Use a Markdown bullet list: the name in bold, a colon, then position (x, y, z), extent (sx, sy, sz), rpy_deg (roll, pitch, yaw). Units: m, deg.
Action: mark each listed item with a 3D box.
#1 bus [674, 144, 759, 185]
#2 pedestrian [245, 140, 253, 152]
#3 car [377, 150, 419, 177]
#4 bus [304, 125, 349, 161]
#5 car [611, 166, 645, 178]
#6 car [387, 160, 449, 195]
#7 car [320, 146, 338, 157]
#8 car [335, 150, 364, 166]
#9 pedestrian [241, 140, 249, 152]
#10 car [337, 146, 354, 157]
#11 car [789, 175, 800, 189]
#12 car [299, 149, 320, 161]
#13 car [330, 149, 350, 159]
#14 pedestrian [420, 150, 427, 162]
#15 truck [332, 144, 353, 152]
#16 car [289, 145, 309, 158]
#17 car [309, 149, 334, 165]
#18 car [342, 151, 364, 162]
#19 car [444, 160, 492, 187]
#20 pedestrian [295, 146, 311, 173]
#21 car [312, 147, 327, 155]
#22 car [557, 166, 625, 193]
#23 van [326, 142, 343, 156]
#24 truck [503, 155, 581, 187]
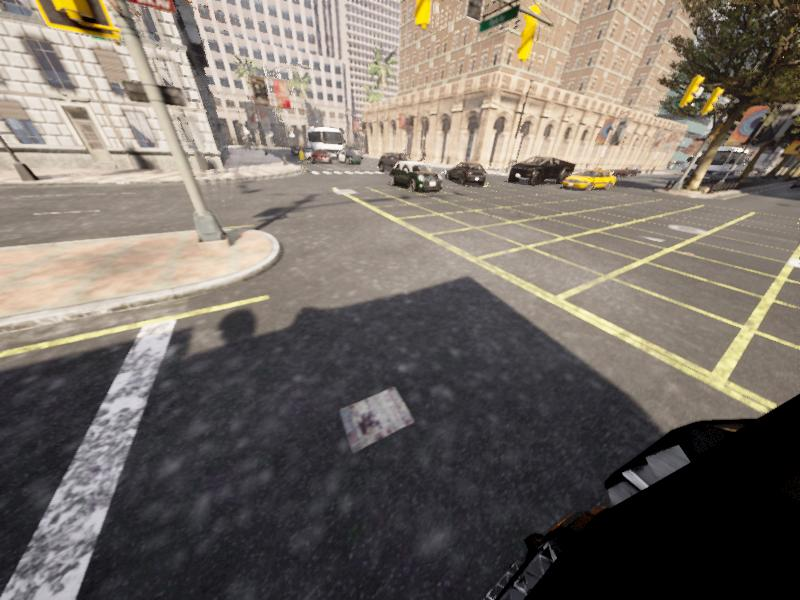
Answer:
- **bus**: position (44.107, -18.857, 32.223), extent (10.273, 4.253, 3.944), rpy_deg (-16, 38, -26)
- **pedestrian**: position (-29.410, -30.071, 45.089), extent (0.751, 1.860, 0.751), rpy_deg (-17, 38, -27)
- **car**: position (-0.338, -12.972, 21.878), extent (1.932, 1.855, 4.605), rpy_deg (-16, 38, -26)
- **bus**: position (-12.315, -25.834, 38.213), extent (3.944, 4.253, 10.273), rpy_deg (-16, 38, -26)
- **car**: position (34.187, -19.214, 34.633), extent (4.718, 1.301, 1.895), rpy_deg (-16, 38, -26)
- **car**: position (0.951, -7.743, 14.437), extent (1.970, 1.475, 3.806), rpy_deg (-16, 38, -26)
- **car**: position (-14.943, -31.007, 48.212), extent (2.152, 1.651, 5.027), rpy_deg (-15, 38, -26)
- **car**: position (-6.785, -19.095, 30.935), extent (2.038, 1.542, 4.974), rpy_deg (-16, 38, -26)
- **pedestrian**: position (-29.285, -29.154, 43.711), extent (0.751, 1.860, 0.751), rpy_deg (-13, 37, -22)
- **car**: position (-11.779, -31.842, 49.575), extent (2.097, 1.767, 4.553), rpy_deg (-16, 38, -26)
- **car**: position (53.211, -15.275, 30.058), extent (3.806, 1.475, 1.970), rpy_deg (-16, 38, -26)
- **car**: position (-13.812, -22.045, 35.042), extent (1.895, 1.301, 4.718), rpy_deg (-16, 38, -26)
- **car**: position (-11.319, -27.344, 43.170), extent (2.033, 1.411, 5.357), rpy_deg (-16, 38, -26)
- **pedestrian**: position (4.141, -25.137, 40.339), extent (0.751, 1.860, 0.751), rpy_deg (-16, 38, -26)
- **truck**: position (-19.600, -51.902, 79.007), extent (6.274, 2.098, 2.390), rpy_deg (-16, 38, -26)
- **car**: position (-17.657, -26.035, 40.428), extent (2.242, 1.667, 4.611), rpy_deg (-16, 38, -26)
- **car**: position (-10.339, -18.724, 30.164), extent (1.812, 1.442, 4.674), rpy_deg (-16, 38, -26)
- **car**: position (-7.755, -23.760, 38.127), extent (1.895, 1.301, 4.718), rpy_deg (-16, 38, -26)
- **car**: position (5.211, -10.163, 18.443), extent (1.816, 1.474, 4.193), rpy_deg (-4, 34, -11)
- **pedestrian**: position (-8.127, -11.757, 19.382), extent (0.751, 1.860, 0.751), rpy_deg (-19, 39, -30)
- **car**: position (-18.715, -34.668, 53.653), extent (2.033, 1.411, 5.357), rpy_deg (-16, 38, -26)
- **car**: position (15.155, -9.615, 18.321), extent (5.366, 1.575, 1.801), rpy_deg (-16, 38, -26)
- **van**: position (-15.371, -35.710, 54.459), extent (1.988, 2.561, 5.915), rpy_deg (-16, 38, -26)
- **truck**: position (12.400, -11.279, 20.147), extent (6.274, 2.098, 2.390), rpy_deg (-16, 38, -26)
